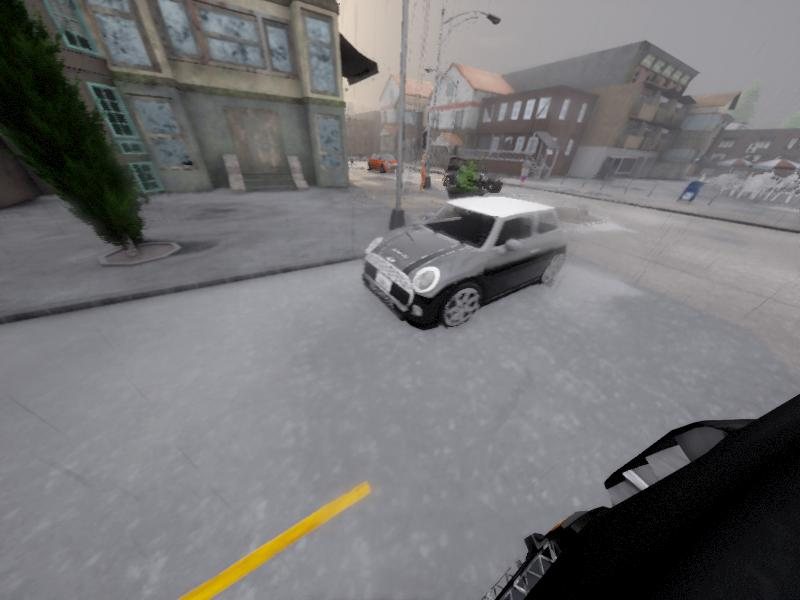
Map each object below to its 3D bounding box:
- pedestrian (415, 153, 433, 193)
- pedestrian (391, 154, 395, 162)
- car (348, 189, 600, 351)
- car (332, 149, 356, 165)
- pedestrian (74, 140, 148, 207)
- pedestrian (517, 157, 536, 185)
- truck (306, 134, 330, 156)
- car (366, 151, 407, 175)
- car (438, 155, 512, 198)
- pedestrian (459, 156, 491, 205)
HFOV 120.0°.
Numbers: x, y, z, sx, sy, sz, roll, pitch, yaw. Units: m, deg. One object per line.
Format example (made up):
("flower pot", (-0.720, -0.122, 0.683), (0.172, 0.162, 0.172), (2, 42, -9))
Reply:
("pedestrian", (1.335, -7.096, 12.891), (0.751, 1.860, 0.751), (8, 34, 8))
("pedestrian", (-1.122, -23.854, 38.769), (0.500, 1.100, 0.500), (-21, 40, -32))
("car", (1.311, -0.957, 4.175), (3.806, 1.475, 1.970), (-18, 39, -29))
("car", (-7.717, -19.647, 31.695), (1.851, 1.617, 3.988), (-16, 38, -26))
("pedestrian", (-9.550, -4.209, 7.753), (0.751, 1.860, 0.751), (-20, 40, -31))
("pedestrian", (9.755, -9.986, 17.877), (0.751, 1.860, 0.751), (15, 35, 18))
("truck", (-19.329, -36.485, 54.322), (2.891, 3.827, 8.468), (-16, 38, -26))
("car", (-1.450, -13.550, 22.751), (2.097, 1.767, 4.553), (-16, 38, -26))
("car", (4.419, -7.776, 14.348), (1.905, 1.878, 3.866), (-16, 38, -26))
("pedestrian", (3.313, -5.346, 10.386), (0.751, 1.860, 0.751), (-5, 34, -12))
